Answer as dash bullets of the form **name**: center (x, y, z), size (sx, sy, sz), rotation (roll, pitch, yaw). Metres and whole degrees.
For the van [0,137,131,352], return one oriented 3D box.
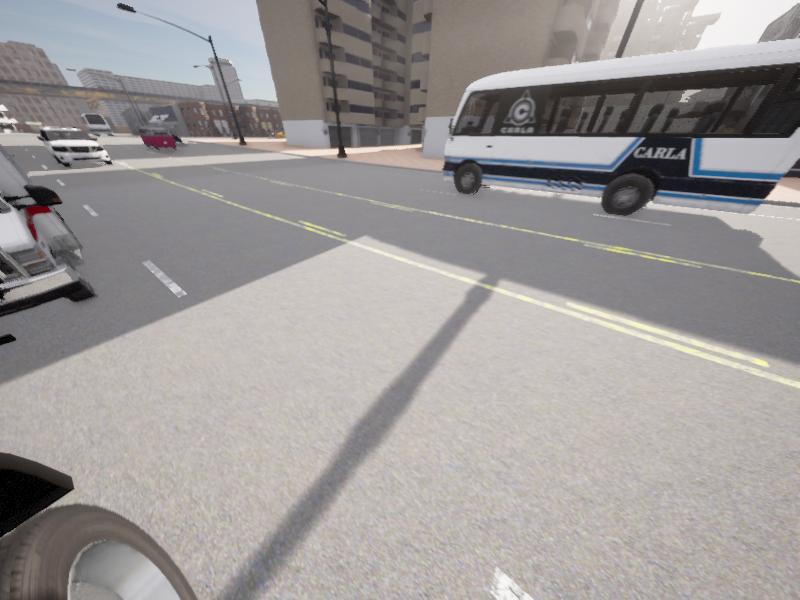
- **van**: center (-7.558, -1.484, 3.691), size (6.366, 2.431, 2.351), rotation (24, 41, 28)

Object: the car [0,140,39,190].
- **car**: center (-18.972, -6.162, 10.441), size (4.902, 1.511, 2.128), rotation (24, 42, 27)

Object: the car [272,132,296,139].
- **car**: center (-29.616, -42.123, 59.138), size (1.882, 1.535, 5.008), rotation (24, 42, 29)

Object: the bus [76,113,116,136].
- **bus**: center (-73.627, -42.324, 55.934), size (10.273, 4.253, 3.944), rotation (27, 43, 31)

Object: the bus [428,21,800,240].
- **bus**: center (6.675, -6.065, 8.855), size (10.273, 4.253, 3.944), rotation (23, 41, 28)

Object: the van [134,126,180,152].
- **van**: center (-25.934, -17.192, 24.624), size (4.442, 1.987, 1.775), rotation (24, 42, 27)

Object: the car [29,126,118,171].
- **car**: center (-21.429, -10.053, 15.143), size (5.566, 2.045, 2.150), rotation (24, 42, 27)
